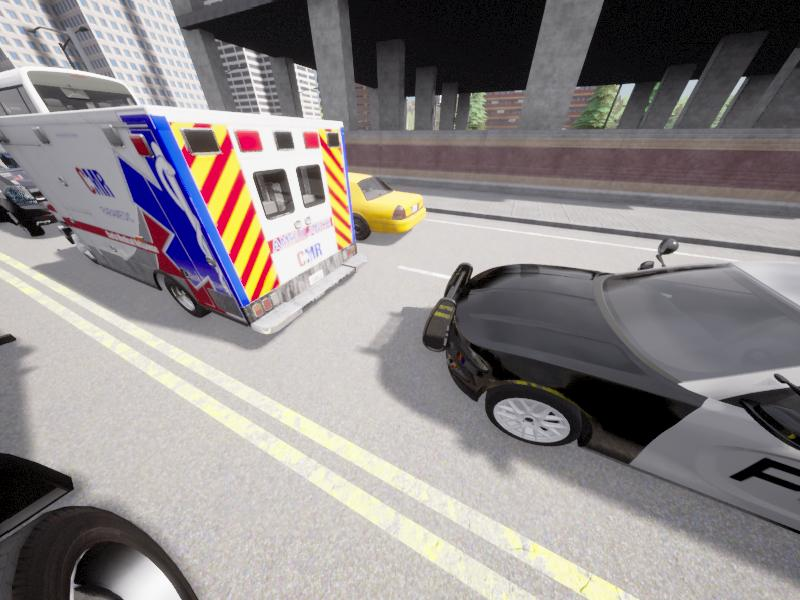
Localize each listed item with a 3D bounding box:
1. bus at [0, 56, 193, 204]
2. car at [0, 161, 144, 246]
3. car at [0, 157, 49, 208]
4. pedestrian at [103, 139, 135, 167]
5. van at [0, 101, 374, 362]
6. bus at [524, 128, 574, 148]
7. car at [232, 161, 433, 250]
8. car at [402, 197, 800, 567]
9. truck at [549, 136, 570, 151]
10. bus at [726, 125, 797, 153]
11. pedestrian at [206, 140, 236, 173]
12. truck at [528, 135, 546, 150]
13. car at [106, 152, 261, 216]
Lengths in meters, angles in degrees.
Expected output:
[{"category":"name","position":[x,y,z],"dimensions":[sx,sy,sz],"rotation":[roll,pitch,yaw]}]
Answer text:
[{"category":"bus","position":[-16.467,-7.905,11.318],"dimensions":[10.273,4.253,3.944],"rotation":[15,38,20]},{"category":"car","position":[-10.803,-3.113,6.939],"dimensions":[4.902,1.511,2.128],"rotation":[15,38,20]},{"category":"car","position":[-16.637,-4.702,9.116],"dimensions":[3.705,1.549,1.789],"rotation":[15,38,20]},{"category":"pedestrian","position":[-22.447,-11.748,18.495],"dimensions":[0.751,1.860,0.751],"rotation":[-21,40,-27]},{"category":"van","position":[-3.897,-1.630,4.088],"dimensions":[6.366,2.431,2.351],"rotation":[15,38,20]},{"category":"bus","position":[40.032,-43.807,62.580],"dimensions":[10.273,4.253,3.944],"rotation":[15,38,20]},{"category":"car","position":[-1.945,-2.979,6.748],"dimensions":[5.366,1.575,1.801],"rotation":[15,38,20]},{"category":"car","position":[2.809,0.498,1.797],"dimensions":[5.238,1.638,1.930],"rotation":[15,38,20]},{"category":"truck","position":[33.389,-32.982,48.468],"dimensions":[2.615,2.467,5.204],"rotation":[15,38,20]},{"category":"bus","position":[70.928,-31.913,45.827],"dimensions":[3.944,4.253,10.273],"rotation":[24,42,30]},{"category":"pedestrian","position":[-12.426,-9.978,16.052],"dimensions":[0.751,1.860,0.751],"rotation":[11,37,15]},{"category":"truck","position":[29.479,-34.042,49.944],"dimensions":[2.615,2.467,5.204],"rotation":[15,38,20]},{"category":"car","position":[-8.373,-4.747,9.133],"dimensions":[4.611,1.667,2.242],"rotation":[15,38,20]}]
